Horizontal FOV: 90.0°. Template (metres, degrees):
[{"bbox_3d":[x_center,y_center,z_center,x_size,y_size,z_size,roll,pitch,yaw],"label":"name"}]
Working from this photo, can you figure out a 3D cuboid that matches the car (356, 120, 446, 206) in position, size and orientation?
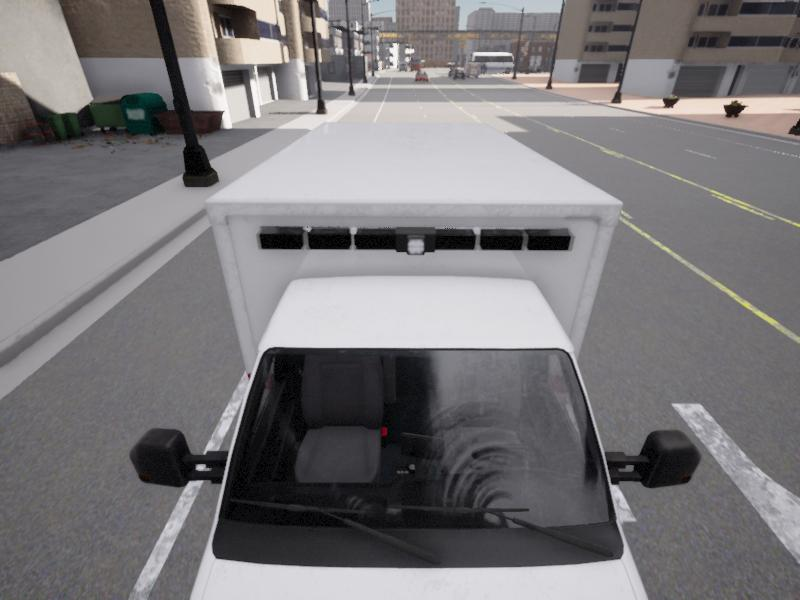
[{"bbox_3d":[0.035,-4.283,11.954,2.128,1.511,4.902,0,30,0],"label":"car"}]

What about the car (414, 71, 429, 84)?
[{"bbox_3d":[3.645,-37.565,67.351,2.242,1.667,4.611,0,32,0],"label":"car"}]

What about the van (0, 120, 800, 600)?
[{"bbox_3d":[0.069,0.025,3.619,2.351,2.431,6.366,0,30,0],"label":"van"}]

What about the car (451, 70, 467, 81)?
[{"bbox_3d":[10.655,-40.871,72.698,2.128,1.511,4.902,0,32,0],"label":"car"}]

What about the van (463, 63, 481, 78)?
[{"bbox_3d":[14.170,-45.438,79.095,2.351,2.431,6.366,0,32,0],"label":"van"}]
